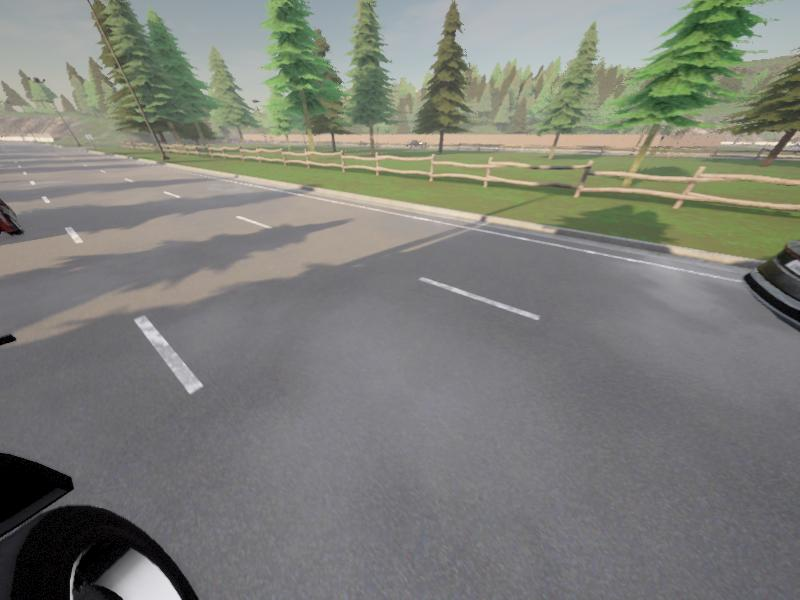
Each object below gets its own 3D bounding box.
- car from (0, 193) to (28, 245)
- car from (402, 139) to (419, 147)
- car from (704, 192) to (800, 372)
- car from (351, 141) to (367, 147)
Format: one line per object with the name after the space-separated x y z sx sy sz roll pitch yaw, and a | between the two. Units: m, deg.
-12.112 -2.385 6.010 4.181 1.385 1.994 22 41 28 | car
2.974 -44.266 65.147 4.605 1.855 1.932 22 41 28 | car
7.067 0.396 2.000 4.856 1.649 2.033 22 41 28 | car
-11.810 -45.134 66.679 4.181 1.385 1.994 22 41 28 | car
